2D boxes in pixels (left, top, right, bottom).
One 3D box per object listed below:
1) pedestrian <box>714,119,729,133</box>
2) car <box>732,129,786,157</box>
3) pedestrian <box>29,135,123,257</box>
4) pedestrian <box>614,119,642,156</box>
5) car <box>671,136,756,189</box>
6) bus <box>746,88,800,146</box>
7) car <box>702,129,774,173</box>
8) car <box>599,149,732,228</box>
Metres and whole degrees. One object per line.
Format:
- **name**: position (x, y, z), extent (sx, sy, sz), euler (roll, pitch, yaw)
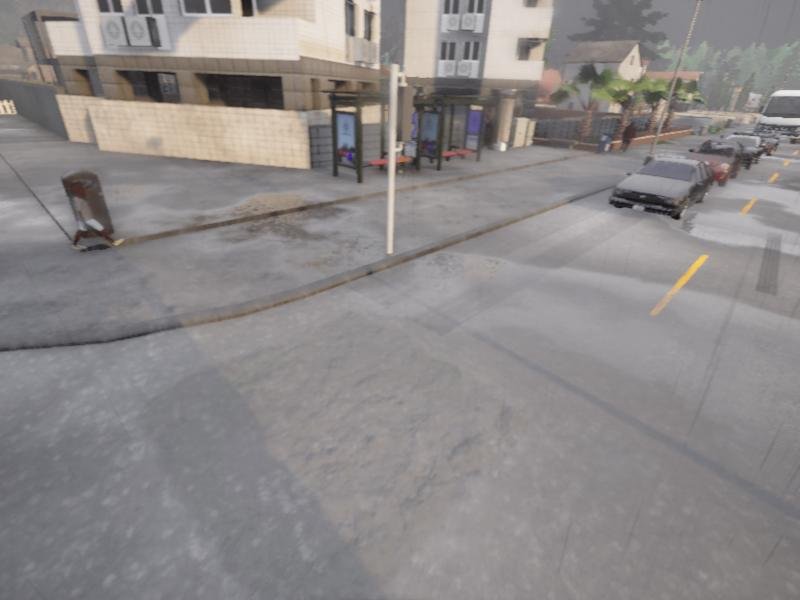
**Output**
- **pedestrian**: position (34.463, -18.638, 42.910), extent (0.751, 1.300, 0.751), euler (25, 35, 36)
- **car**: position (24.694, -10.839, 27.504), extent (4.181, 1.385, 1.994), euler (-23, 37, -39)
- **pedestrian**: position (-5.546, -1.802, 6.916), extent (0.751, 1.860, 0.751), euler (-18, 34, -34)
- **pedestrian**: position (12.953, -9.255, 22.737), extent (0.751, 1.860, 0.751), euler (24, 35, 35)
- **car**: position (13.485, -6.002, 17.174), extent (1.851, 1.617, 3.988), euler (26, 36, 37)
- **bus**: position (36.676, -17.301, 37.633), extent (3.944, 4.253, 10.273), euler (26, 36, 37)
- **car**: position (18.306, -8.143, 21.585), extent (1.930, 1.638, 5.238), euler (26, 36, 37)
- **car**: position (8.550, -3.731, 12.697), extent (2.033, 1.411, 5.357), euler (26, 36, 37)
